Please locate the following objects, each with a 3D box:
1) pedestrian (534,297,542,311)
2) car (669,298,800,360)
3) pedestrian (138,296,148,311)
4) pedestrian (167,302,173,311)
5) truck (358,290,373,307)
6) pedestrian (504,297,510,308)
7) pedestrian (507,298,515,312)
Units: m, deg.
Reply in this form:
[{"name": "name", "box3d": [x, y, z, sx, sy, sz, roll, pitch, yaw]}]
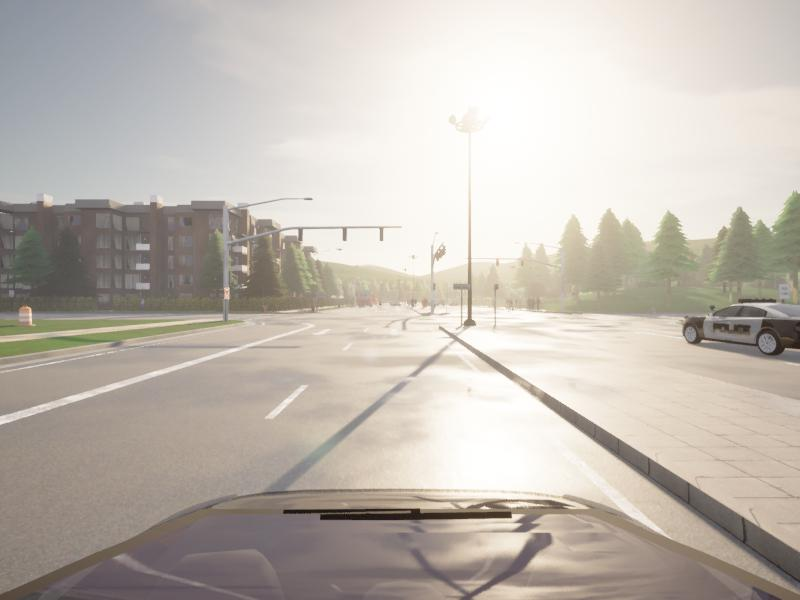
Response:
[{"name": "pedestrian", "box3d": [18.624, 0.473, 53.936, 0.751, 1.860, 0.751, 0, 0, -37]}, {"name": "car", "box3d": [11.476, 0.771, 13.033, 1.930, 1.638, 5.238, 0, 0, 0]}, {"name": "pedestrian", "box3d": [-32.377, 0.485, 50.401, 0.751, 1.860, 0.751, 0, 0, 8]}, {"name": "pedestrian", "box3d": [-29.132, 0.865, 50.711, 0.500, 1.100, 0.500, 0, 0, 1]}, {"name": "truck", "box3d": [-7.765, -0.325, 90.315, 2.891, 3.827, 8.468, 0, 0, -1]}, {"name": "pedestrian", "box3d": [18.846, 0.473, 70.382, 0.751, 1.860, 0.751, 0, 0, -4]}, {"name": "pedestrian", "box3d": [14.652, 0.637, 52.728, 0.751, 1.860, 0.751, 0, 0, -10]}]
